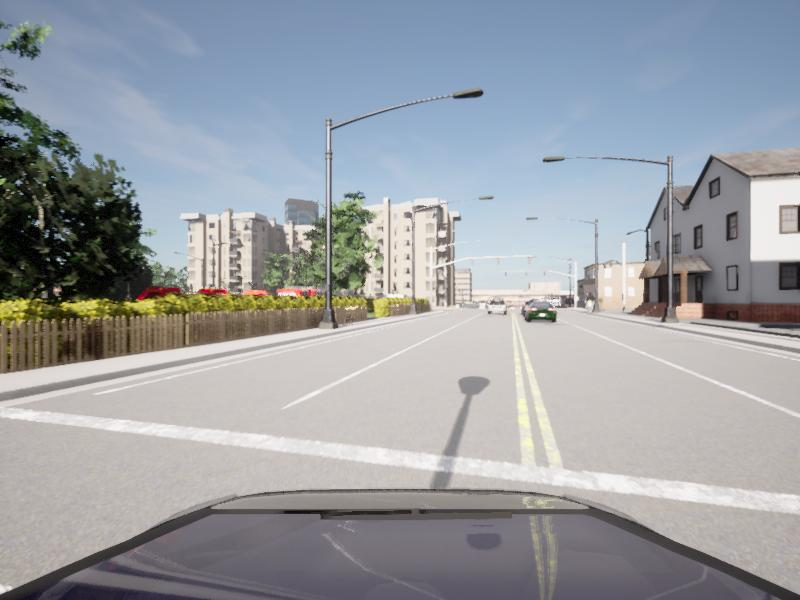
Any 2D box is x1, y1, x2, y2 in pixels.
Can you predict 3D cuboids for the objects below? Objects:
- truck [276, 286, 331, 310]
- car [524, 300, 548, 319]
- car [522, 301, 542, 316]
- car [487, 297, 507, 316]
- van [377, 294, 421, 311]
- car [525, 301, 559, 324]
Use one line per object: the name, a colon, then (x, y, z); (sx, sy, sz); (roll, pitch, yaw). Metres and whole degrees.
truck: (-16.013, -0.354, 66.323); (8.468, 3.827, 2.891); (0, 0, 17)
car: (12.020, 0.777, 35.582); (1.851, 1.617, 3.988); (0, 0, 16)
car: (13.780, 0.856, 41.906); (1.812, 1.442, 4.674); (0, 0, 16)
car: (10.475, 0.633, 42.949); (1.932, 1.855, 4.605); (0, 1, 16)
van: (-0.156, 0.352, 61.602); (6.366, 2.431, 2.351); (0, 0, 16)
car: (10.275, 0.817, 29.321); (2.038, 1.542, 4.974); (0, 0, 16)
